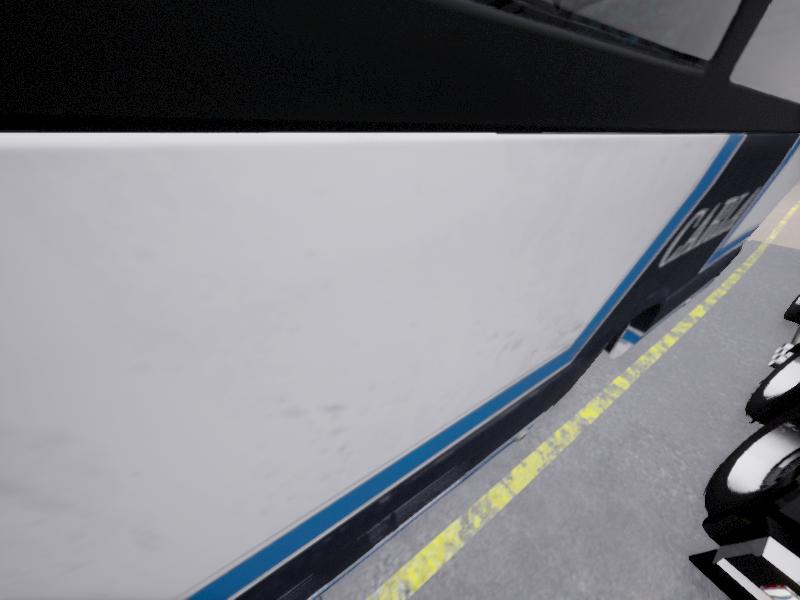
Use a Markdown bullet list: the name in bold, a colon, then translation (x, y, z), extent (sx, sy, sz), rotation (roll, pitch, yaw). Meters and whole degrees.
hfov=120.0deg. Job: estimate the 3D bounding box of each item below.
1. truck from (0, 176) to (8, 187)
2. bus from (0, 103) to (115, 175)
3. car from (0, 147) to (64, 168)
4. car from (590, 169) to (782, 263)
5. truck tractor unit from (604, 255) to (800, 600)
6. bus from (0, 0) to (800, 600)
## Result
- **truck**: translation (-22.363, -5.738, 10.288), extent (2.390, 2.098, 6.274), rotation (-20, 40, -27)
- **bus**: translation (-30.793, -14.001, 20.206), extent (3.944, 4.253, 10.273), rotation (-20, 40, -27)
- **car**: translation (-35.985, -13.930, 22.460), extent (2.128, 1.511, 4.902), rotation (-20, 40, -27)
- **car**: translation (7.967, -2.623, 6.500), extent (4.514, 1.525, 2.007), rotation (-18, 39, -25)
- **truck tractor unit**: translation (5.091, -0.321, 0.799), extent (6.516, 4.208, 3.053), rotation (-19, 39, -25)
- **bus**: translation (-1.193, -0.613, 1.140), extent (10.273, 4.253, 3.944), rotation (-18, 39, -24)
